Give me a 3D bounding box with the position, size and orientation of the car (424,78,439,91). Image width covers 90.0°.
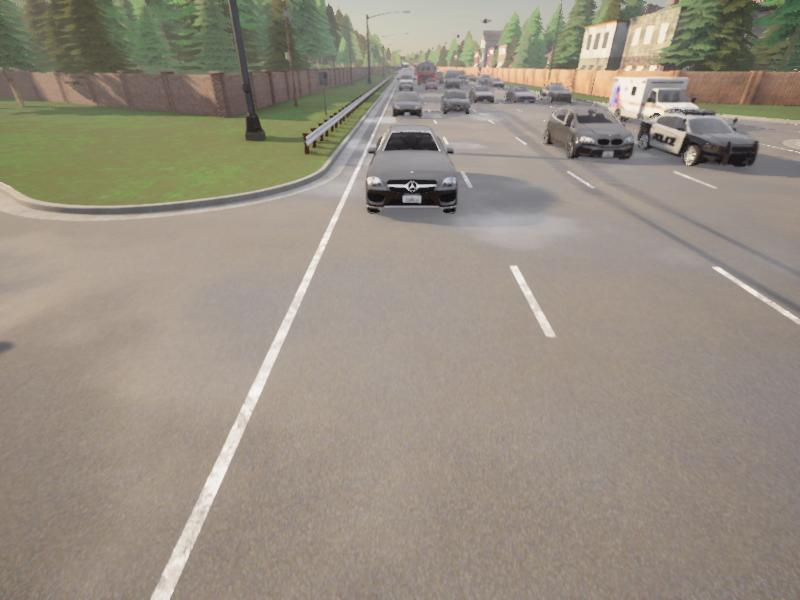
[{"bbox_3d":[4.356,-30.183,56.011,1.845,1.501,3.633,0,30,1],"label":"car"}]

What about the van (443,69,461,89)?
[{"bbox_3d":[7.924,-33.871,61.317,1.988,2.561,5.915,0,30,1],"label":"van"}]

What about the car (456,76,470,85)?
[{"bbox_3d":[11.583,-40.514,73.783,1.970,1.475,3.806,0,30,1],"label":"car"}]

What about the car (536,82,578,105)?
[{"bbox_3d":[14.624,-19.473,37.607,1.930,1.638,5.238,0,30,1],"label":"car"}]

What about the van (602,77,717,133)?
[{"bbox_3d":[14.439,-11.379,23.010,2.351,2.431,6.366,0,30,1],"label":"van"}]

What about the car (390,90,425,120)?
[{"bbox_3d":[0.495,-13.533,27.629,2.163,1.488,4.792,0,30,1],"label":"car"}]

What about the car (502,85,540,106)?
[{"bbox_3d":[11.118,-19.107,37.228,2.033,1.411,5.357,0,30,1],"label":"car"}]

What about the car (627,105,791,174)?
[{"bbox_3d":[10.834,-6.070,14.723,1.930,1.638,5.238,0,30,1],"label":"car"}]

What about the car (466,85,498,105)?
[{"bbox_3d":[7.623,-19.401,37.732,2.033,1.411,5.357,0,30,1],"label":"car"}]

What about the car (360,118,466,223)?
[{"bbox_3d":[0.280,-3.711,10.720,2.152,1.651,5.027,0,30,0],"label":"car"}]

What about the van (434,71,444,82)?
[{"bbox_3d":[8.235,-47.765,85.575,1.775,1.987,4.442,0,30,1],"label":"van"}]

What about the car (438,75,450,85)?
[{"bbox_3d":[8.086,-40.766,74.040,1.845,1.501,3.633,0,30,1],"label":"car"}]

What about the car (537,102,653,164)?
[{"bbox_3d":[7.346,-6.705,15.782,2.242,1.667,4.611,0,30,1],"label":"car"}]

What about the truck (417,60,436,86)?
[{"bbox_3d":[4.552,-40.418,71.206,2.891,3.827,8.468,0,30,1],"label":"truck"}]

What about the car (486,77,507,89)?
[{"bbox_3d":[14.936,-33.818,62.331,2.033,1.411,5.357,0,30,1],"label":"car"}]

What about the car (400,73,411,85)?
[{"bbox_3d":[1.080,-40.624,73.496,1.932,1.855,4.605,0,30,1],"label":"car"}]

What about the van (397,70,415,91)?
[{"bbox_3d":[0.867,-31.135,56.748,2.351,2.431,6.366,0,30,1],"label":"van"}]

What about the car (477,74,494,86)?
[{"bbox_3d":[15.047,-39.003,70.808,2.097,1.767,4.553,0,30,1],"label":"car"}]

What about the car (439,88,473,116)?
[{"bbox_3d":[4.019,-14.579,29.401,1.837,1.490,4.892,0,30,1],"label":"car"}]
